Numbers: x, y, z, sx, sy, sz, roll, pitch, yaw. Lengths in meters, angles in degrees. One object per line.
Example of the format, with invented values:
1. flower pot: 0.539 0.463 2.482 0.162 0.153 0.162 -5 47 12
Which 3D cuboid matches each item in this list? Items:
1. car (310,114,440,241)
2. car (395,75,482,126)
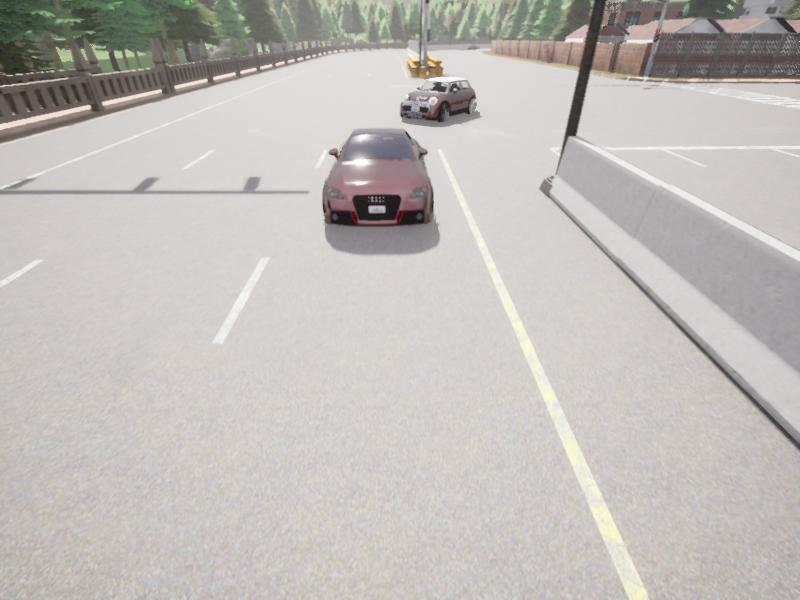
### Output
1. car: -0.427 -2.753 8.260 1.994 1.385 4.181 -1 33 -1
2. car: 1.699 -8.656 17.183 1.970 1.475 3.806 22 39 29
